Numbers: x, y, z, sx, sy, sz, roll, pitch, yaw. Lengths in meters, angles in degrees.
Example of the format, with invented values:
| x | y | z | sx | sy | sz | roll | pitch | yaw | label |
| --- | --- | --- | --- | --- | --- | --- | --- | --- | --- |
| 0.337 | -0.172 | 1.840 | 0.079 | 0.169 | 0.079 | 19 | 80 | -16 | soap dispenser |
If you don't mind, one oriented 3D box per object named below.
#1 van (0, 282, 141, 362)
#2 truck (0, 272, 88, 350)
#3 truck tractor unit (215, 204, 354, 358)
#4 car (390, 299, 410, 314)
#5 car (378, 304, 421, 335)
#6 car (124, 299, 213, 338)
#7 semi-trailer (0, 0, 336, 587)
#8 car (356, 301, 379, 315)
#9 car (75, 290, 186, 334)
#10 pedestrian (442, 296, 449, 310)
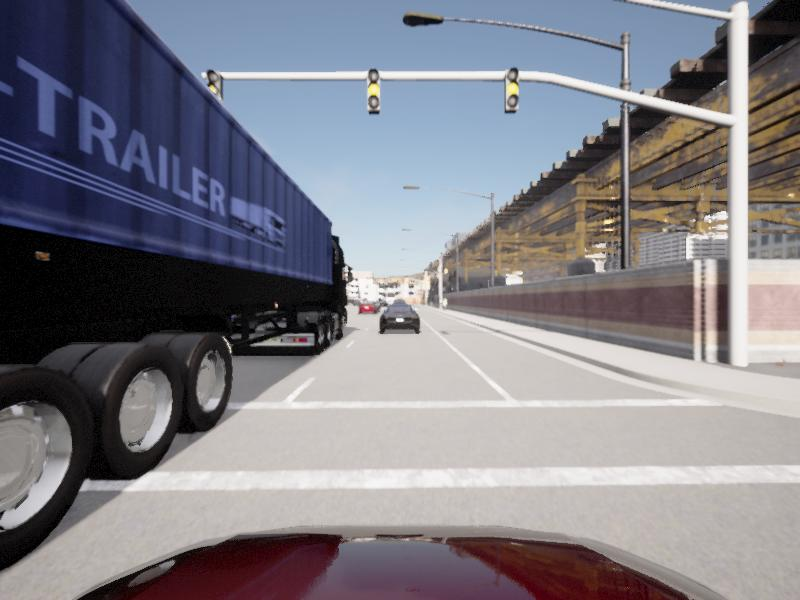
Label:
| x | y | z | sx | sy | sz | roll | pitch | yaw | label |
| --- | --- | --- | --- | --- | --- | --- | --- | --- | --- |
| -10.507 | 0.564 | 12.398 | 2.069 | 2.038 | 4.480 | 0 | 0 | 0 | van |
| -13.885 | 0.349 | 13.452 | 2.627 | 2.467 | 5.204 | 0 | 0 | 1 | truck |
| -3.512 | -0.530 | 14.170 | 3.053 | 4.208 | 6.516 | 0 | 0 | 0 | truck tractor unit |
| -0.019 | 0.730 | 45.959 | 2.242 | 1.667 | 4.611 | 0 | 0 | 0 | car |
| -0.010 | 0.896 | 20.502 | 1.994 | 1.385 | 4.181 | 0 | 0 | 0 | car |
| -10.511 | 0.777 | 18.539 | 1.851 | 1.617 | 3.988 | 0 | 0 | 0 | car |
| -3.540 | -0.621 | 6.257 | 2.717 | 4.402 | 14.254 | 0 | 0 | 0 | semi-trailer |
| -3.521 | 0.826 | 44.627 | 2.163 | 1.488 | 4.792 | 0 | 0 | 0 | car |
| -13.989 | 0.556 | 21.317 | 2.150 | 2.045 | 5.566 | 0 | 0 | 0 | car |
| 6.100 | 0.454 | 53.763 | 0.751 | 1.860 | 0.751 | 0 | 0 | 0 | pedestrian |
